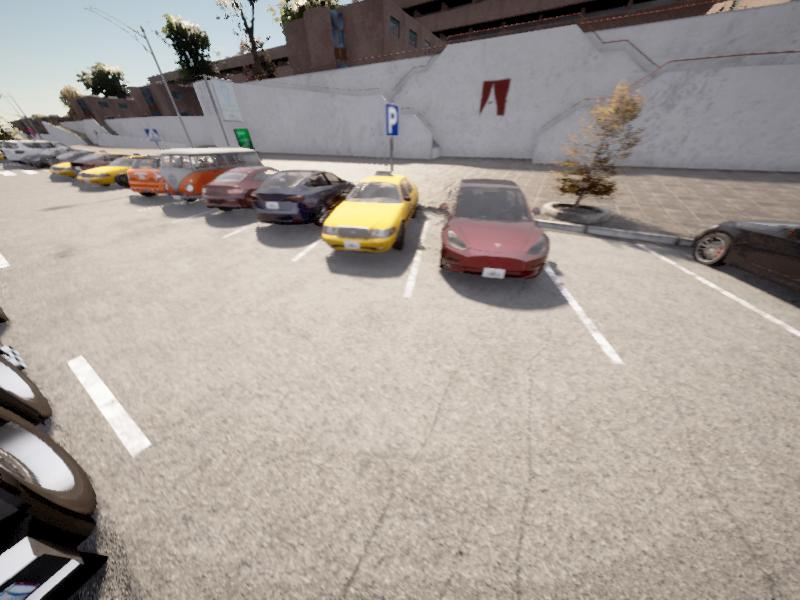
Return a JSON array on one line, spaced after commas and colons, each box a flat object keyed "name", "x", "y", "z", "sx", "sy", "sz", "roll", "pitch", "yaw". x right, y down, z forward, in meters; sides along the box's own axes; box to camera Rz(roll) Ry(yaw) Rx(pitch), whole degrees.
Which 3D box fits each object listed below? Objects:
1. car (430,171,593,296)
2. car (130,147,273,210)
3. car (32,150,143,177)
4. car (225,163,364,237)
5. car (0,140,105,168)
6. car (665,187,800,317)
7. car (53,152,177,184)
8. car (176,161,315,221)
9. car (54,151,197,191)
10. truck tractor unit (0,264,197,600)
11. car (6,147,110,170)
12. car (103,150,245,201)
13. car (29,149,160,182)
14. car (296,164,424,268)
[{"name": "car", "x": 2.059, "y": -2.131, "z": 5.778, "sx": 2.163, "sy": 1.488, "sz": 4.792, "roll": 6, "pitch": 35, "yaw": 8}, {"name": "car", "x": -8.291, "y": -5.696, "z": 10.455, "sx": 1.878, "sy": 1.987, "sz": 4.442, "roll": 6, "pitch": 35, "yaw": 8}, {"name": "car", "x": -23.794, "y": -10.732, "z": 17.981, "sx": 2.002, "sy": 1.452, "sz": 4.674, "roll": 6, "pitch": 35, "yaw": 8}, {"name": "car", "x": -3.110, "y": -3.858, "z": 8.281, "sx": 2.163, "sy": 1.488, "sz": 4.792, "roll": 6, "pitch": 35, "yaw": 8}, {"name": "car", "x": -34.123, "y": -14.428, "z": 22.709, "sx": 2.435, "sy": 2.045, "sz": 5.566, "roll": 6, "pitch": 35, "yaw": 8}, {"name": "car", "x": 7.232, "y": -0.459, "z": 3.342, "sx": 2.002, "sy": 1.452, "sz": 4.674, "roll": 5, "pitch": 34, "yaw": 8}, {"name": "car", "x": -18.621, "y": -9.028, "z": 15.577, "sx": 2.163, "sy": 1.488, "sz": 4.792, "roll": 6, "pitch": 35, "yaw": 8}, {"name": "car", "x": -5.701, "y": -4.686, "z": 9.480, "sx": 2.002, "sy": 1.452, "sz": 4.674, "roll": 6, "pitch": 35, "yaw": 8}, {"name": "car", "x": -16.068, "y": -8.068, "z": 14.171, "sx": 1.946, "sy": 1.575, "sz": 5.366, "roll": 6, "pitch": 35, "yaw": 8}, {"name": "truck tractor unit", "x": -5.112, "y": -0.301, "z": 0.780, "sx": 6.516, "sy": 4.208, "sz": 3.053, "roll": 18, "pitch": 39, "yaw": 24}, {"name": "car", "x": -31.532, "y": -13.349, "z": 21.614, "sx": 2.231, "sy": 1.521, "sz": 4.892, "roll": 6, "pitch": 35, "yaw": 8}, {"name": "car", "x": -10.875, "y": -6.526, "z": 11.802, "sx": 2.185, "sy": 1.767, "sz": 4.553, "roll": 6, "pitch": 35, "yaw": 8}, {"name": "car", "x": -21.237, "y": -9.802, "z": 16.595, "sx": 1.946, "sy": 1.575, "sz": 5.366, "roll": 6, "pitch": 35, "yaw": 8}, {"name": "car", "x": -0.550, "y": -2.917, "z": 6.859, "sx": 1.946, "sy": 1.575, "sz": 5.366, "roll": 6, "pitch": 35, "yaw": 8}]
